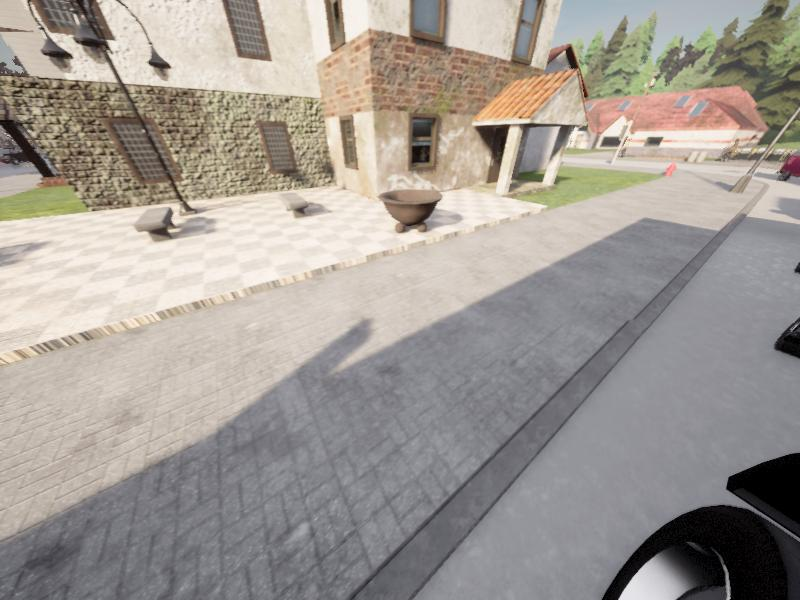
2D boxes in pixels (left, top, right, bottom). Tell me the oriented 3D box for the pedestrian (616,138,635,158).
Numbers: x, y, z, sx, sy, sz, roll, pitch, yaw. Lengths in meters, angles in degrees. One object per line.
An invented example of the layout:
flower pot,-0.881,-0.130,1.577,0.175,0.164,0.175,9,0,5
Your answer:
pedestrian,25.590,-17.227,26.221,0.751,1.860,0.751,-27,43,-32

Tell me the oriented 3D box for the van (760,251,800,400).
van,7.035,-0.606,2.498,5.915,2.561,1.988,-21,40,-27

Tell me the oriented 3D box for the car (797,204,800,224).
car,14.309,-3.205,6.966,3.705,1.549,1.789,-22,41,-28

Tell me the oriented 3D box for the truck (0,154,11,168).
truck,-37.338,-12.265,18.244,2.891,3.827,8.468,-22,40,-27

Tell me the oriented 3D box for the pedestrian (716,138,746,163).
pedestrian,30.290,-13.665,21.142,0.751,1.860,0.751,-25,42,-31

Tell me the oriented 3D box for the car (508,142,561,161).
car,15.514,-17.386,26.916,2.242,1.667,4.611,-22,40,-27

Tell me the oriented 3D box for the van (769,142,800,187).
van,22.232,-6.870,11.711,1.775,1.987,4.442,20,40,26
